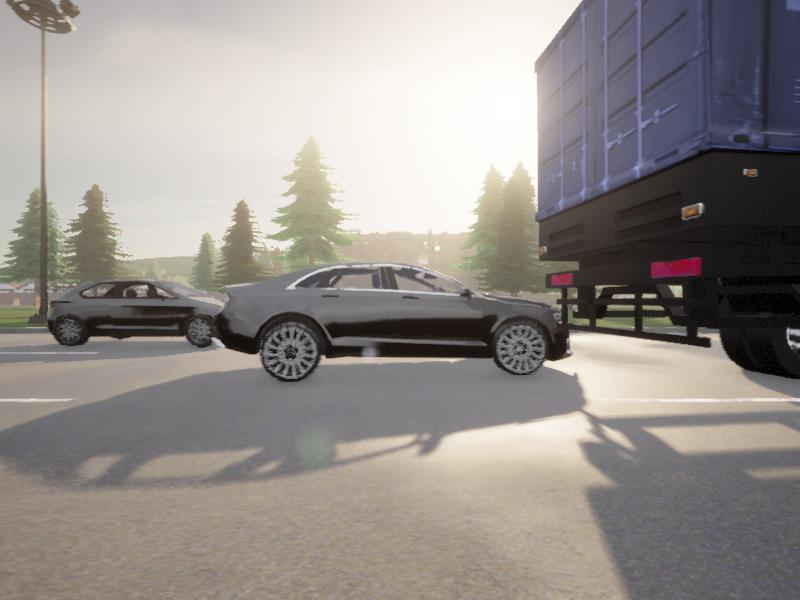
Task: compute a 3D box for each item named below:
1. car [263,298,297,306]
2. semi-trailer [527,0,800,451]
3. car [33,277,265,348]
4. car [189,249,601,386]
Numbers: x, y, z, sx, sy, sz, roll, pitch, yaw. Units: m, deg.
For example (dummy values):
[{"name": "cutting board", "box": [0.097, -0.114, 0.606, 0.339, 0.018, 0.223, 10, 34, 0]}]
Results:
[{"name": "car", "box": [-19.094, 0.345, 63.754, 4.718, 1.301, 1.895, 0, 0, 0]}, {"name": "semi-trailer", "box": [8.913, -1.219, 4.794, 14.254, 4.402, 2.717, 0, 0, -7]}, {"name": "car", "box": [-5.494, 0.255, 9.192, 4.193, 1.474, 1.816, 0, 0, 0]}, {"name": "car", "box": [-0.023, 0.241, 5.793, 4.902, 1.511, 2.128, 1, -1, -8]}]
